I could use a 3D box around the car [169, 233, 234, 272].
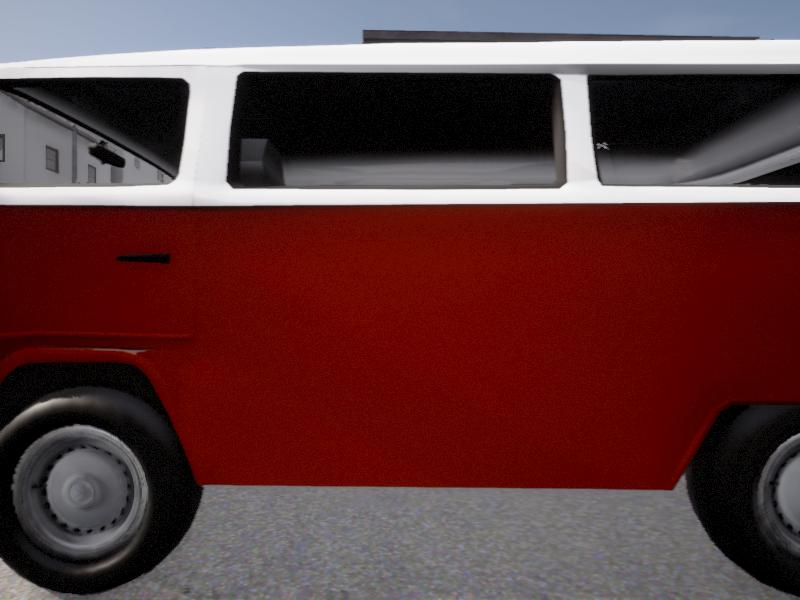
[{"bbox_3d":[-11.806,-2.969,24.167,1.816,1.474,4.193,0,19,-1],"label":"car"}]

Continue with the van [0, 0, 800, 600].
[{"bbox_3d":[0.119,-0.028,2.140,4.480,2.038,2.069,0,0,1],"label":"van"}]

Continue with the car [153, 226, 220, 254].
[{"bbox_3d":[-15.383,-4.458,29.239,2.033,1.411,5.357,0,15,-1],"label":"car"}]
